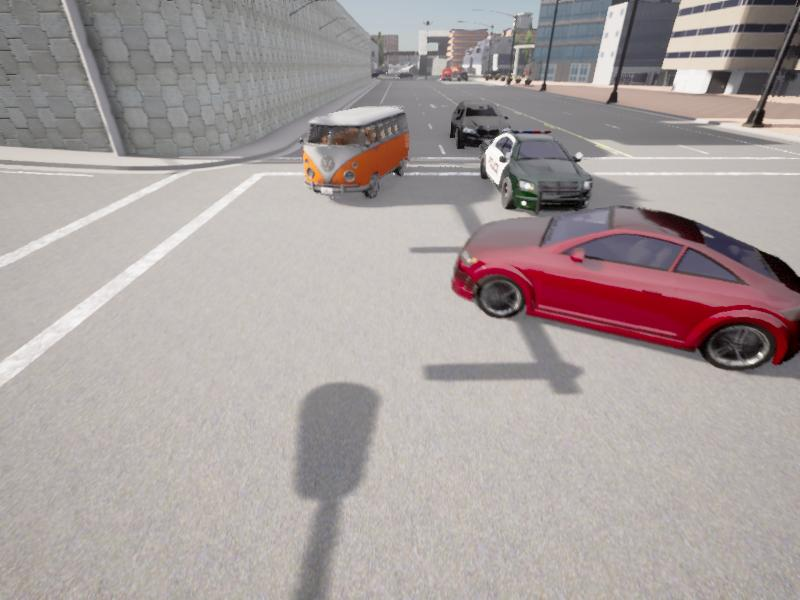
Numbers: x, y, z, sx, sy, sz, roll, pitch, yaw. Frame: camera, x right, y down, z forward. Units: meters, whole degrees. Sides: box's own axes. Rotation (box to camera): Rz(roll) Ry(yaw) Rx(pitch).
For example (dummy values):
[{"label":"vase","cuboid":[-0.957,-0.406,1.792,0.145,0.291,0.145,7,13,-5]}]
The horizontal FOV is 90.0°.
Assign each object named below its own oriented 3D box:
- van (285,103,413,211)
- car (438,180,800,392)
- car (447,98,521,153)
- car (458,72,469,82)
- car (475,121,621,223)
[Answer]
[{"label":"van","cuboid":[-1.112,-4.218,11.229,1.775,1.987,4.442,9,31,15]},{"label":"car","cuboid":[2.873,-0.508,5.499,4.181,1.385,1.994,13,33,22]},{"label":"car","cuboid":[3.500,-7.832,17.711,2.242,1.667,4.611,0,30,0]},{"label":"car","cuboid":[14.022,-49.159,88.089,1.905,1.878,3.866,2,30,3]},{"label":"car","cuboid":[3.499,-3.649,10.707,2.038,1.542,4.974,0,30,0]}]
